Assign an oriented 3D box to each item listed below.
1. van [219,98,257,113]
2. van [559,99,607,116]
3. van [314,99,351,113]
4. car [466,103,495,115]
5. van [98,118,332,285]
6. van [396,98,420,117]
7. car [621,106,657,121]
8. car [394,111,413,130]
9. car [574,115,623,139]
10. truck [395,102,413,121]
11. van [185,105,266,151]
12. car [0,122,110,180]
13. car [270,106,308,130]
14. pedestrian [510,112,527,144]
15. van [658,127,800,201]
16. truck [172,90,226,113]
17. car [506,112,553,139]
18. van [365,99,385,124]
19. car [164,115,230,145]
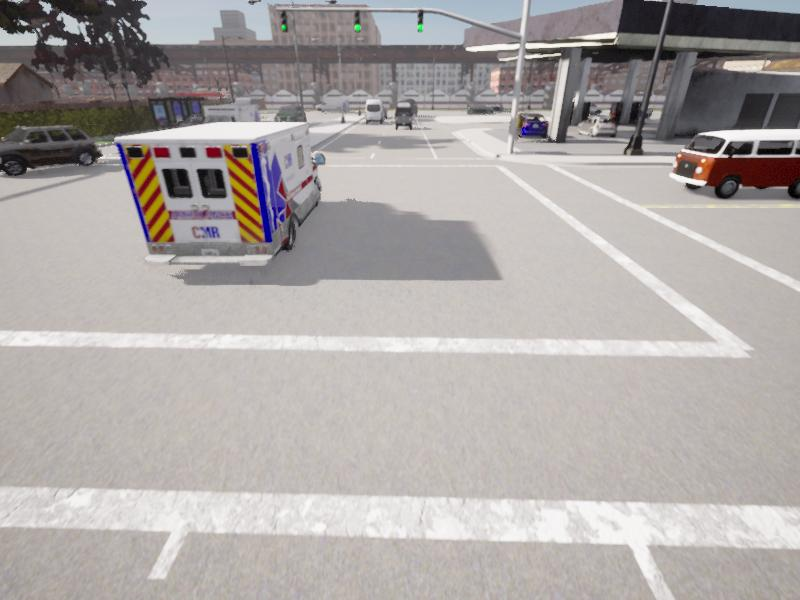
[{"bbox_3d":[-30.543,-36.773,75.661,5.915,2.561,1.988,0,27,1],"label":"van"},{"bbox_3d":[29.940,-31.612,65.683,6.366,2.431,2.351,1,27,2],"label":"van"},{"bbox_3d":[-12.690,-36.615,75.495,6.366,2.431,2.351,0,27,1],"label":"van"},{"bbox_3d":[13.896,-32.998,69.117,4.553,1.767,2.097,0,27,1],"label":"car"},{"bbox_3d":[-3.394,-2.804,9.471,2.351,2.431,6.366,0,27,0],"label":"van"},{"bbox_3d":[1.318,-30.878,64.118,1.988,2.561,5.915,9,28,17],"label":"van"},{"bbox_3d":[32.838,-25.685,54.981,5.238,1.638,1.930,-19,33,-32],"label":"car"},{"bbox_3d":[0.398,-18.320,40.750,1.845,1.501,3.633,0,27,0],"label":"car"},{"bbox_3d":[15.771,-13.928,32.098,1.970,1.475,3.806,0,27,1],"label":"car"},{"bbox_3d":[0.537,-26.098,55.315,2.390,2.098,6.274,0,27,1],"label":"truck"},{"bbox_3d":[-11.237,-11.547,26.552,2.351,2.431,6.366,0,27,0],"label":"van"},{"bbox_3d":[-16.078,-6.733,17.765,1.932,1.855,4.605,12,29,19],"label":"car"},{"bbox_3d":[-11.103,-18.538,40.625,2.150,2.045,5.566,0,27,0],"label":"car"},{"bbox_3d":[7.740,-11.209,26.111,0.751,1.860,0.751,3,27,6],"label":"pedestrian"},{"bbox_3d":[11.757,-4.590,13.368,4.480,2.038,2.069,-1,27,-1],"label":"van"},{"bbox_3d":[-39.333,-38.979,78.585,8.468,3.827,2.891,1,27,1],"label":"truck"},{"bbox_3d":[10.020,-13.743,31.390,2.242,1.667,4.611,0,27,1],"label":"car"},{"bbox_3d":[-3.020,-23.011,48.807,1.988,2.561,5.915,0,27,0],"label":"van"},{"bbox_3d":[-14.708,-12.522,29.341,2.152,1.651,5.027,0,27,0],"label":"car"}]
